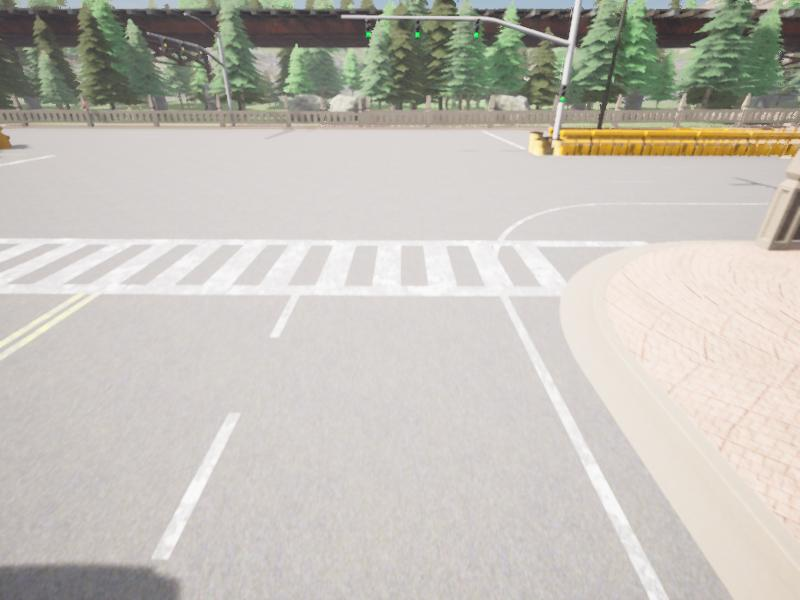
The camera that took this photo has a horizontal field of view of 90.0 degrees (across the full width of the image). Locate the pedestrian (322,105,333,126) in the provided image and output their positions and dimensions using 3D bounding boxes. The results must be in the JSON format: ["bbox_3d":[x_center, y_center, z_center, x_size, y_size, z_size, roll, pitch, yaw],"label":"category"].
[{"bbox_3d":[-7.159,-18.287,39.665,0.751,1.860,0.751,1,27,1],"label":"pedestrian"}]
